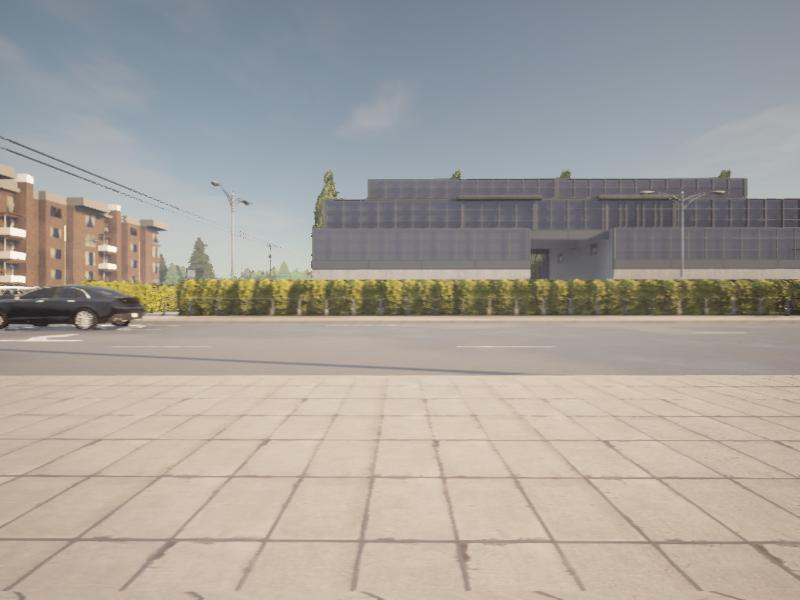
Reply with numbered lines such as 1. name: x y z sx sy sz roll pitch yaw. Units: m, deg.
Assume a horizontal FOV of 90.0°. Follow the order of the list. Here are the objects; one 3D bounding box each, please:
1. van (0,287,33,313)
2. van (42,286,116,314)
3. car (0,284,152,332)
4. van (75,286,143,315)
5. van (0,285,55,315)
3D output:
1. van: -31.692 -0.012 31.125 2.069 2.038 4.480 0 0 1
2. van: -24.693 -0.015 31.032 2.069 2.038 4.480 0 0 1
3. car: -11.496 0.252 13.691 4.892 1.490 1.837 1 0 0
4. van: -21.214 0.009 29.440 1.775 1.987 4.442 0 0 1
5. van: -28.217 -0.013 29.273 2.069 2.038 4.480 0 0 1
